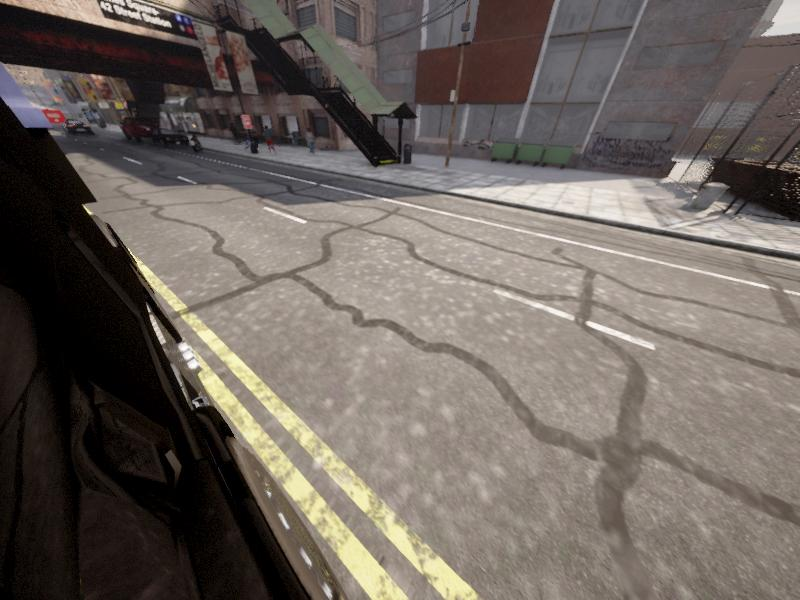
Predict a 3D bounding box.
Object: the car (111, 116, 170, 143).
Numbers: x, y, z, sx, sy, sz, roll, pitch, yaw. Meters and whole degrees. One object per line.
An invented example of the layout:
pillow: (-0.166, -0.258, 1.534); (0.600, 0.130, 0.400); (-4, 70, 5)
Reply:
car: (-27.699, -18.220, 24.663); (5.566, 2.045, 2.435); (25, 42, 27)

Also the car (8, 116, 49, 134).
car: (-44.366, -20.921, 27.611); (3.988, 1.617, 1.851); (25, 42, 27)

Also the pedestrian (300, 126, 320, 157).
pedestrian: (-6.629, -11.717, 17.105); (0.751, 1.860, 0.751); (31, 45, 33)

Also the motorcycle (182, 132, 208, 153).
motorcycle: (-16.423, -12.697, 18.553); (0.764, 1.277, 2.356); (-14, 40, -21)

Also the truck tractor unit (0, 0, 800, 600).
truck tractor unit: (-2.645, -0.295, 0.351); (6.516, 4.208, 3.053); (28, 44, 30)

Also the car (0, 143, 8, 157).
car: (-25.339, -9.484, 13.424); (5.238, 1.638, 1.930); (25, 42, 27)

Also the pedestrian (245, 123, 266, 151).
pedestrian: (-11.947, -13.488, 19.150); (0.751, 1.860, 0.751); (21, 41, 23)

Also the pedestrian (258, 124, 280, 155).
pedestrian: (-9.868, -12.097, 17.414); (0.751, 1.860, 0.751); (27, 43, 29)

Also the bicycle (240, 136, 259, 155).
bicycle: (-11.461, -11.786, 17.617); (1.643, 1.024, 0.373); (25, 32, 27)

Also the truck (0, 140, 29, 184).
truck: (-17.492, -6.012, 8.917); (6.274, 2.098, 2.390); (25, 42, 27)

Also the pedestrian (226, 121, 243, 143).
pedestrian: (-18.049, -18.290, 25.212); (0.751, 1.860, 0.751); (21, 40, 23)

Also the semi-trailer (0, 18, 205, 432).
semi-trailer: (-8.908, -3.447, 4.019); (14.254, 4.402, 2.717); (26, 42, 27)

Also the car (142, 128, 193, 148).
car: (-21.700, -15.176, 21.567); (4.718, 1.301, 1.895); (25, 42, 27)

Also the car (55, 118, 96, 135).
car: (-41.028, -21.927, 29.233); (4.974, 1.542, 2.038); (25, 42, 27)
